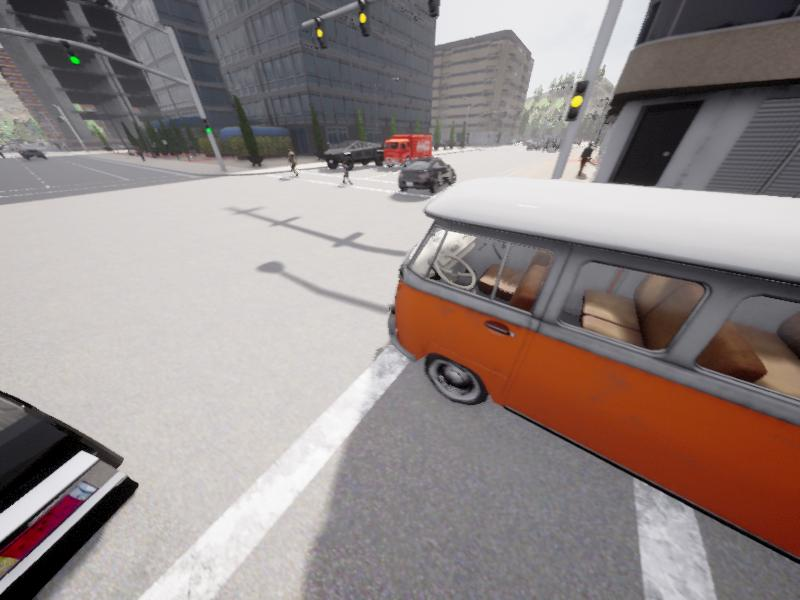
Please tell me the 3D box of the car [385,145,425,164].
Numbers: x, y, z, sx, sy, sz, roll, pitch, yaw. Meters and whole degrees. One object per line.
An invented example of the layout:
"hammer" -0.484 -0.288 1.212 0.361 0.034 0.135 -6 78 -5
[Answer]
"car" 0.689 -16.632 26.244 1.801 1.575 5.366 22 41 29

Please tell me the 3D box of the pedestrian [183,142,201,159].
"pedestrian" -27.280 -19.630 30.315 0.751 1.860 0.751 11 37 15

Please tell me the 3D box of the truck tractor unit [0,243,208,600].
"truck tractor unit" -5.305 -0.030 0.401 6.516 4.208 3.053 9 36 12

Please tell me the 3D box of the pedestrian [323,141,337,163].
"pedestrian" -7.212 -15.224 23.792 0.751 1.860 0.751 26 43 33

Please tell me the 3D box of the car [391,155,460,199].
"car" 1.498 -6.614 12.099 1.812 1.442 4.674 16 38 22

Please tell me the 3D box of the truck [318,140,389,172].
"truck" -3.891 -13.161 20.914 2.390 2.098 6.274 22 41 29

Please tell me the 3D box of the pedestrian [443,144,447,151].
"pedestrian" 8.295 -28.005 42.437 0.500 1.100 0.500 -29 44 -34

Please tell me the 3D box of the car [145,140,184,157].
"car" -38.305 -24.914 37.835 2.390 2.098 6.274 -15 38 -20

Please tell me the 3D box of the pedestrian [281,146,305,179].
"pedestrian" -7.311 -9.426 15.809 0.751 1.860 0.751 18 39 24

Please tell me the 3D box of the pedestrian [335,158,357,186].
"pedestrian" -3.095 -7.331 13.261 0.751 1.300 0.751 16 38 22

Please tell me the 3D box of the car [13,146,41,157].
"car" -66.183 -26.349 40.968 5.008 1.535 1.882 21 41 28

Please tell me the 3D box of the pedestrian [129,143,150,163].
"pedestrian" -29.194 -16.494 25.882 0.751 1.860 0.751 23 41 29

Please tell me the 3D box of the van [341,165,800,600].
"van" 1.889 0.241 1.871 4.442 1.987 1.775 22 41 28

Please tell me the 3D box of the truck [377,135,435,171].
"truck" 0.674 -13.550 21.086 2.627 2.467 5.204 22 41 28

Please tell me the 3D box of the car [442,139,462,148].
"car" 13.729 -41.482 61.156 4.553 1.767 2.097 22 41 29
